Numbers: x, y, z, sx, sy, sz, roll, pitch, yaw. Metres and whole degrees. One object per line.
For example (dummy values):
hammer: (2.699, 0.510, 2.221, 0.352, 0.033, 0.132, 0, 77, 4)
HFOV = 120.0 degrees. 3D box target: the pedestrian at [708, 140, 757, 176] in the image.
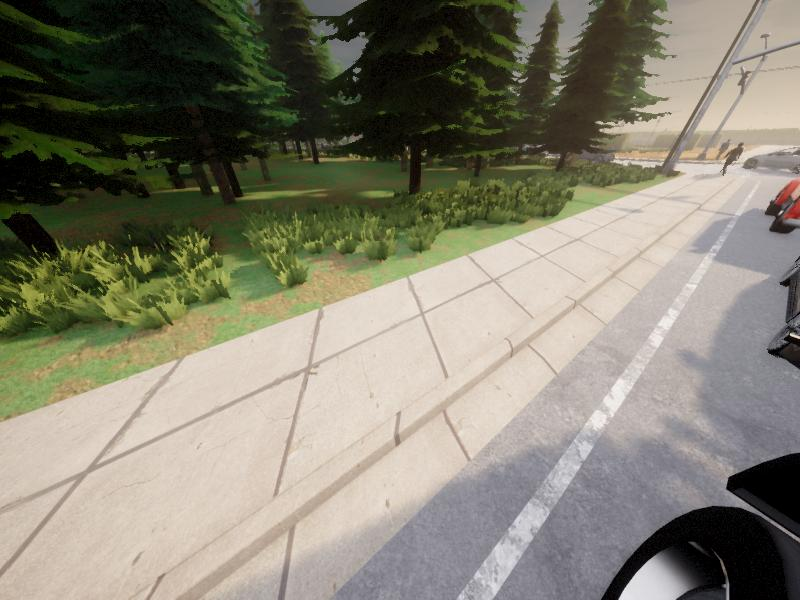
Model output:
pedestrian: (20.503, -8.760, 14.292, 0.751, 1.860, 0.751, 18, 39, 24)

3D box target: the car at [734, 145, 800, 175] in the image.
car: (29.127, -10.380, 17.029, 2.242, 1.667, 4.611, 1, 35, 1)

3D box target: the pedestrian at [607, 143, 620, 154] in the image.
pedestrian: (31.388, -22.329, 33.964, 0.751, 1.300, 0.751, 10, 36, 14)

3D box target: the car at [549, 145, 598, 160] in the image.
car: (21.187, -18.141, 28.379, 1.994, 1.385, 4.181, -22, 41, -28)

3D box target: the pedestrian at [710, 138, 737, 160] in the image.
pedestrian: (33.566, -15.654, 23.997, 0.751, 1.860, 0.751, 22, 41, 28)

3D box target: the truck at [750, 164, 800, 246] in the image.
truck: (12.429, -3.012, 5.959, 5.204, 2.467, 2.627, -23, 41, -28)

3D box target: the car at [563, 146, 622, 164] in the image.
car: (20.227, -15.419, 24.524, 1.994, 1.385, 4.181, -22, 41, -28)

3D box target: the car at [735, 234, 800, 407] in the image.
car: (6.441, -0.038, 2.633, 4.902, 1.511, 2.128, -22, 41, -28)
